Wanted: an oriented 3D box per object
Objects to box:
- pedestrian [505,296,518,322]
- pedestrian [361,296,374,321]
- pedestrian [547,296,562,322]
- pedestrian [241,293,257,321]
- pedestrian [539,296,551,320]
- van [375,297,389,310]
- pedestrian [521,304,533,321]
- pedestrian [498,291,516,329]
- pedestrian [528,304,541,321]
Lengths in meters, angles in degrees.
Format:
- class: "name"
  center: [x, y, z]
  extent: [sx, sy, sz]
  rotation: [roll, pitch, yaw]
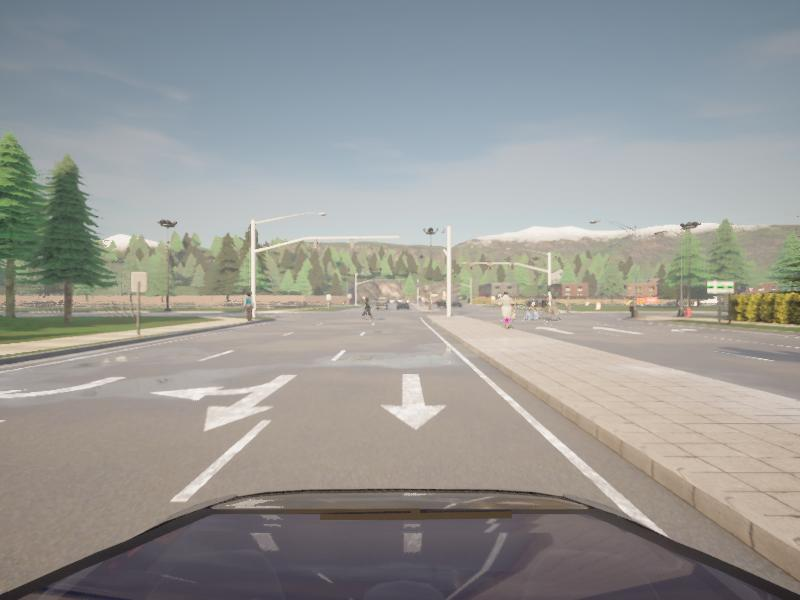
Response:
- class: "pedestrian"
  center: [8.276, 0.647, 29.594]
  extent: [0.751, 1.860, 0.751]
  rotation: [0, 0, -1]
- class: "pedestrian"
  center: [-2.476, 0.648, 30.500]
  extent: [0.751, 1.860, 0.751]
  rotation: [0, 0, -21]
- class: "pedestrian"
  center: [11.335, 0.647, 29.369]
  extent: [0.751, 1.860, 0.751]
  rotation: [0, 0, 1]
- class: "pedestrian"
  center: [-10.124, 0.482, 26.863]
  extent: [0.751, 1.860, 0.751]
  rotation: [0, 0, 5]
- class: "pedestrian"
  center: [11.631, 0.648, 32.101]
  extent: [0.751, 1.860, 0.751]
  rotation: [0, 0, 7]
- class: "van"
  center: [-2.969, 0.594, 67.175]
  extent: [2.069, 2.038, 4.480]
  rotation: [0, 0, 1]
- class: "pedestrian"
  center: [10.101, 0.975, 31.810]
  extent: [0.751, 1.300, 0.751]
  rotation: [0, 0, -4]
- class: "pedestrian"
  center: [5.331, 0.492, 19.974]
  extent: [0.751, 1.860, 0.751]
  rotation: [0, 0, 3]
- class: "pedestrian"
  center: [10.359, 0.928, 30.801]
  extent: [0.751, 1.300, 0.751]
  rotation: [0, 0, 5]
